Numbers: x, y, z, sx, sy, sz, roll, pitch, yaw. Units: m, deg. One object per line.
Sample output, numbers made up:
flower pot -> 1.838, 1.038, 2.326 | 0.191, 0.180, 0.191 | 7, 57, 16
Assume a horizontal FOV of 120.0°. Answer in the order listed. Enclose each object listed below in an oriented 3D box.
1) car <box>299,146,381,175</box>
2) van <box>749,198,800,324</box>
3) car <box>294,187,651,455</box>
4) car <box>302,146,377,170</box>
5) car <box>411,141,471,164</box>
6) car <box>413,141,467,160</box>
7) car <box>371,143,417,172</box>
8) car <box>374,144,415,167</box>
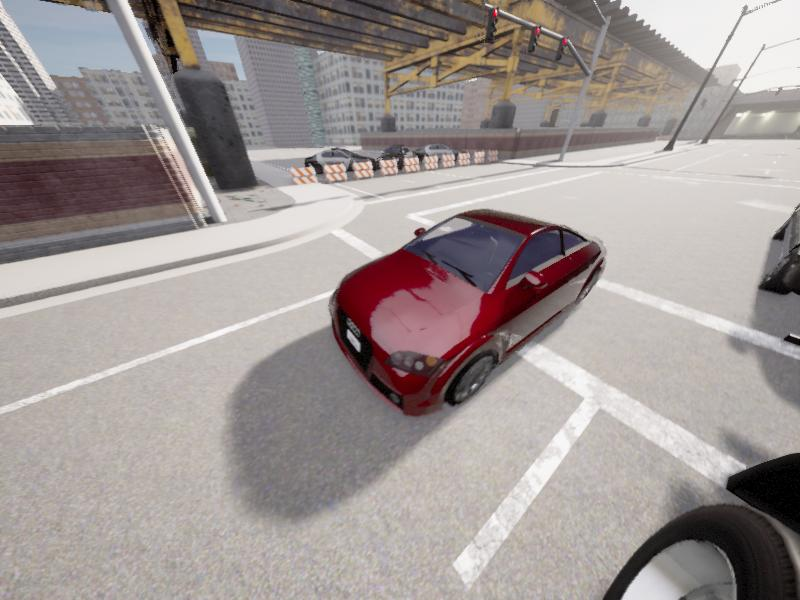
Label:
car -> -4.022, -9.731, 16.140 | 4.974, 1.542, 2.038 | 4, 36, 7
van -> 8.273, -1.493, 3.485 | 5.915, 2.561, 1.988 | -23, 41, -28
car -> 1.134, -0.426, 3.229 | 4.181, 1.385, 1.994 | -23, 41, -28
car -> -4.076, -9.862, 16.054 | 4.536, 1.218, 1.853 | 4, 36, 7
car -> 3.611, -13.621, 21.310 | 4.974, 1.542, 2.038 | -5, 36, -5
car -> 3.557, -13.744, 21.214 | 4.536, 1.218, 1.853 | -5, 36, -5
car -> -0.286, -11.361, 18.289 | 2.038, 1.542, 4.974 | 10, 37, 15
car -> -0.274, -11.518, 18.238 | 1.853, 1.218, 4.536 | 10, 37, 15
